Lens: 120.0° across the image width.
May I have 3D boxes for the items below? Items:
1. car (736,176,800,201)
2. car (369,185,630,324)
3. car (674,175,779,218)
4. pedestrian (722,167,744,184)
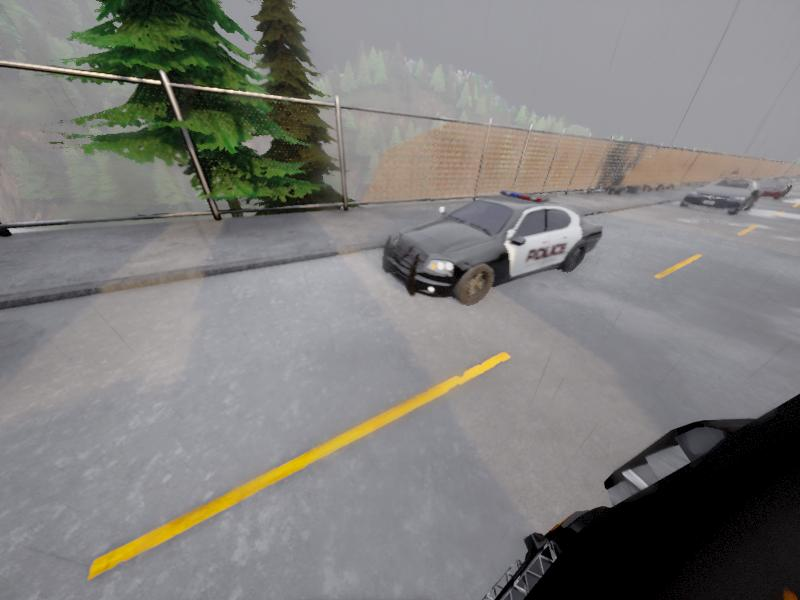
[{"bbox_3d":[31.313,-9.486,19.541,4.792,1.488,2.163,-15,38,-26],"label":"car"},{"bbox_3d":[2.072,-1.374,4.851,4.974,1.542,2.038,-15,38,-26],"label":"car"},{"bbox_3d":[18.281,-5.919,12.956,5.027,1.651,2.152,-15,38,-26],"label":"car"},{"bbox_3d":[42.692,-15.924,29.630,0.751,1.860,0.751,-16,38,-27],"label":"pedestrian"}]
